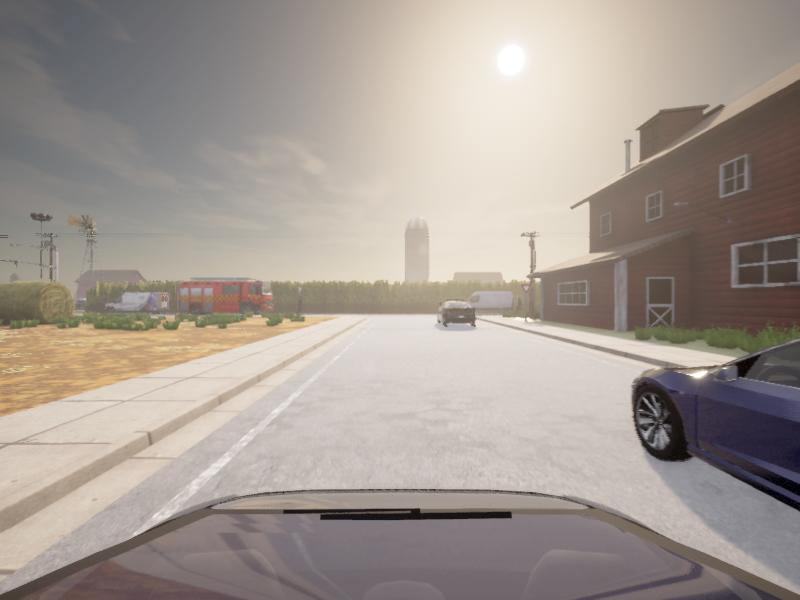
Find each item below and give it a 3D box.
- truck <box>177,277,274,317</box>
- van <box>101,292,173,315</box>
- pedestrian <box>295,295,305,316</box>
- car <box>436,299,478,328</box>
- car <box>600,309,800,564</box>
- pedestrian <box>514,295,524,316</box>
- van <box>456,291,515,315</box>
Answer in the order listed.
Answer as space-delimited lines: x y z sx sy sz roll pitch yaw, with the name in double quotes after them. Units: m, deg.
-17.260 -0.309 39.981 8.468 3.827 2.891 0 0 1 "truck"
-28.592 0.389 43.660 6.366 2.431 2.351 0 0 1 "van"
-9.015 0.498 36.168 0.751 1.860 0.751 0 0 0 "pedestrian"
3.495 0.762 25.375 1.930 1.638 5.238 0 0 0 "car"
3.499 0.850 2.432 2.163 1.488 4.792 0 0 0 "car"
10.539 0.499 35.376 0.751 1.860 0.751 0 0 10 "pedestrian"
9.094 0.332 43.100 5.915 2.561 1.988 0 0 1 "van"
